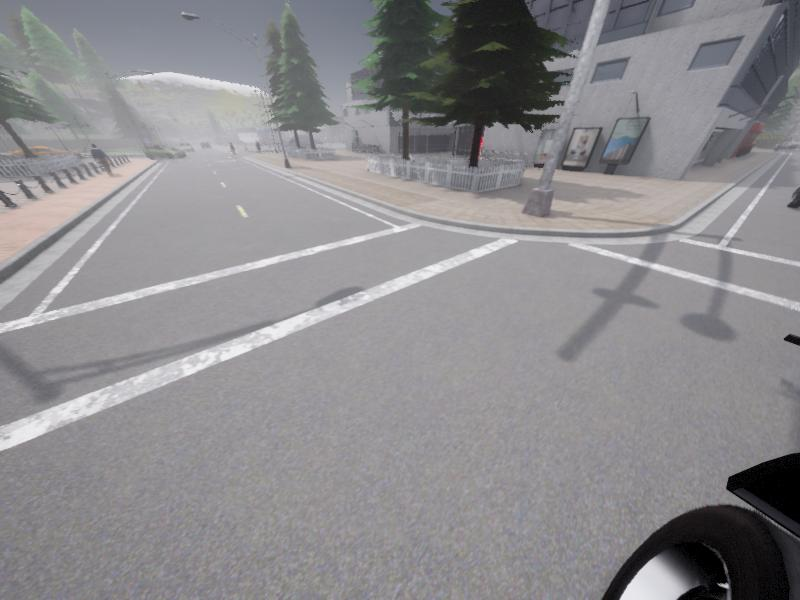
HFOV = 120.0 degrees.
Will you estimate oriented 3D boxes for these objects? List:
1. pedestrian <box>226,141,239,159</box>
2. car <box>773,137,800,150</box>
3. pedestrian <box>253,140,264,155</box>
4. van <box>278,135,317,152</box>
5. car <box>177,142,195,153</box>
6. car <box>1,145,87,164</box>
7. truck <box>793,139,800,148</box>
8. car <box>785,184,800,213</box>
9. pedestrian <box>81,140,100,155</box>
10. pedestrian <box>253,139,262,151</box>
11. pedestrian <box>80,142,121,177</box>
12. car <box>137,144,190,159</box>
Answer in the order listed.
[{"bbox_3d":[-21.409,-19.247,29.588,0.751,1.860,0.751,-19,39,-24],"label":"pedestrian"},{"bbox_3d":[63.427,-24.486,36.210,4.611,1.667,2.242,18,39,21],"label":"car"},{"bbox_3d":[-21.632,-23.328,35.318,0.751,1.860,0.751,-10,36,-13],"label":"pedestrian"},{"bbox_3d":[-18.924,-29.039,42.801,5.915,2.561,1.988,-23,41,-29],"label":"van"},{"bbox_3d":[-40.279,-28.739,43.475,2.007,1.525,4.514,-24,41,-29],"label":"car"},{"bbox_3d":[-40.689,-16.827,26.650,5.008,1.535,1.882,-23,41,-29],"label":"car"},{"bbox_3d":[76.700,-29.494,42.929,6.274,2.098,2.390,-27,43,-32],"label":"truck"},{"bbox_3d":[16.045,-3.985,8.164,4.181,1.385,1.994,-22,41,-28],"label":"car"},{"bbox_3d":[-46.992,-23.243,35.111,0.751,1.860,0.751,-10,36,-13],"label":"pedestrian"},{"bbox_3d":[-26.403,-28.754,42.748,0.751,1.860,0.751,-22,41,-28],"label":"pedestrian"},{"bbox_3d":[-19.576,-9.219,15.171,0.751,1.860,0.751,-23,41,-29],"label":"pedestrian"},{"bbox_3d":[-30.224,-19.010,29.644,4.514,1.525,2.007,3,35,5],"label":"car"}]
